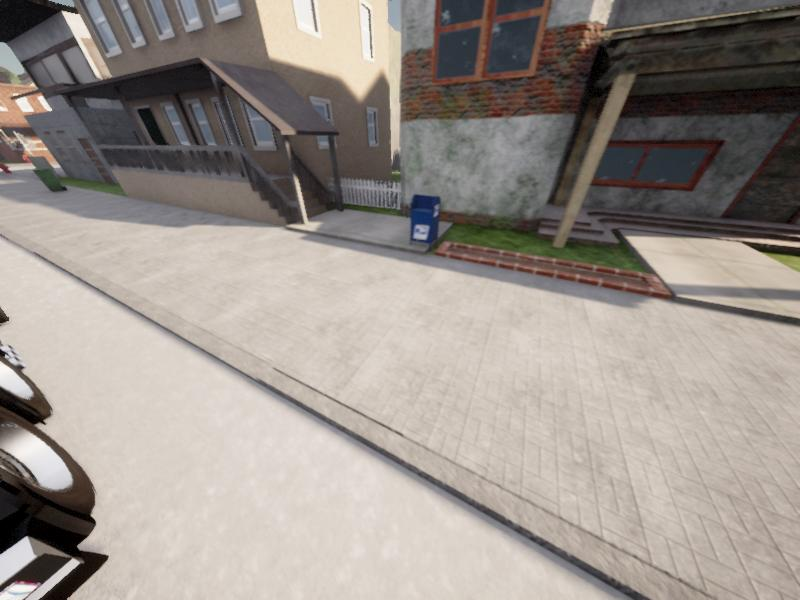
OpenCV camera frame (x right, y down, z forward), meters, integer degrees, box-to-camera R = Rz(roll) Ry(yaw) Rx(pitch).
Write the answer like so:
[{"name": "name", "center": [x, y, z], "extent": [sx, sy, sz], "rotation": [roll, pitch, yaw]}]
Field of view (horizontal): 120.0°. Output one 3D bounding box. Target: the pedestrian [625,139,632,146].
[{"name": "pedestrian", "center": [71.628, -49.410, 72.530], "extent": [0.751, 1.860, 0.751], "rotation": [15, 38, 21]}]

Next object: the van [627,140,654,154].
[{"name": "van", "center": [43.159, -27.558, 41.586], "extent": [1.775, 1.987, 4.442], "rotation": [16, 38, 21]}]

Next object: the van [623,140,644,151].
[{"name": "van", "center": [56.133, -37.234, 55.624], "extent": [2.069, 2.038, 4.480], "rotation": [16, 38, 22]}]

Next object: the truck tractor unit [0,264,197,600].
[{"name": "truck tractor unit", "center": [-5.112, -0.300, 0.775], "extent": [6.516, 4.208, 3.053], "rotation": [18, 39, 24]}]

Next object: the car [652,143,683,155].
[{"name": "car", "center": [47.086, -26.792, 40.812], "extent": [1.801, 1.575, 5.366], "rotation": [16, 38, 22]}]

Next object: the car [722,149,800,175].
[{"name": "car", "center": [28.965, -11.114, 18.416], "extent": [1.837, 1.490, 4.892], "rotation": [16, 38, 22]}]
